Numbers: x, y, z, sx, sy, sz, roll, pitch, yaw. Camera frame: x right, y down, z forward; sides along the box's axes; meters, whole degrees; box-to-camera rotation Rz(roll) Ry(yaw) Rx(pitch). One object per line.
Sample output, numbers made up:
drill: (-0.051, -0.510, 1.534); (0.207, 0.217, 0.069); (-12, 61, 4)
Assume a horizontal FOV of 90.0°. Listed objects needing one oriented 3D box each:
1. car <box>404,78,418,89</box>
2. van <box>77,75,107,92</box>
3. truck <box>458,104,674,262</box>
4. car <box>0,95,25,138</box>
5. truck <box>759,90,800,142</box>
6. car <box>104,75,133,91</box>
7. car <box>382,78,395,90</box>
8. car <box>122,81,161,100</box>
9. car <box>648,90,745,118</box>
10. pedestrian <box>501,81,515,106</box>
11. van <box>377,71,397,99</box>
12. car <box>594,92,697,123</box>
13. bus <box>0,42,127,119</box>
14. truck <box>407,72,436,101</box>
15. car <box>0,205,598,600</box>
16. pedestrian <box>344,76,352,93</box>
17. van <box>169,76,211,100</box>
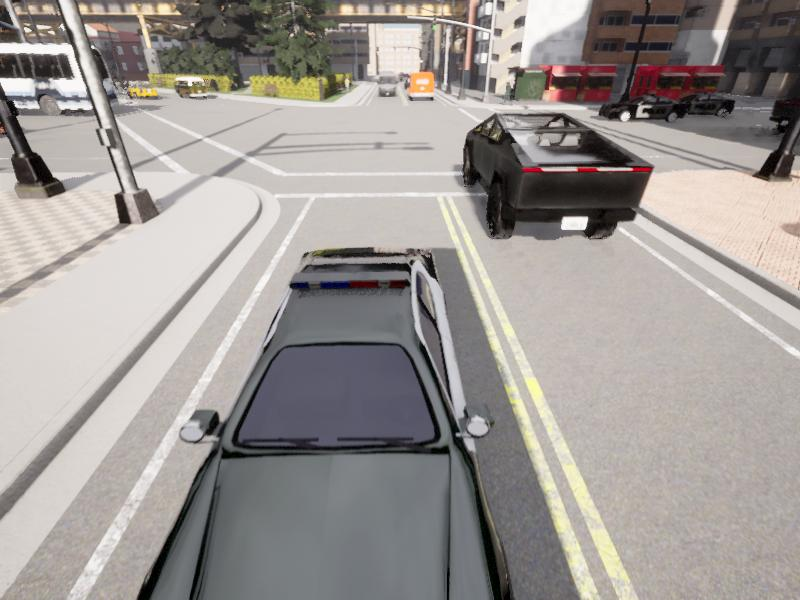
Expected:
car: (1.691, -33.310, 61.591); (1.994, 1.385, 4.181); (-1, 30, -1)
van: (-42.165, -29.618, 54.699); (4.442, 1.987, 1.775); (25, 39, 36)
truck: (3.001, -3.172, 9.351); (2.390, 2.098, 6.274); (0, 30, 0)
car: (-21.379, -8.694, 19.003); (4.553, 1.767, 2.097); (0, 30, -1)
truck: (22.502, -9.231, 20.070); (6.274, 2.098, 2.390); (0, 30, -2)
car: (-40.450, -31.181, 57.484); (4.605, 1.855, 1.932); (25, 39, 36)
car: (-1.812, -33.364, 61.684); (1.970, 1.475, 3.806); (-1, 30, -1)
car: (-27.880, -22.607, 43.109); (5.366, 1.575, 1.801); (26, 39, 37)
car: (21.517, -14.331, 29.222); (5.238, 1.638, 1.930); (0, 30, -2)
pedestrian: (8.917, -17.097, 33.140); (0.751, 1.860, 0.751); (2, 30, 3)
van: (-1.420, -24.269, 44.995); (1.988, 2.561, 5.915); (-1, 30, -1)
car: (15.817, -12.540, 26.038); (5.238, 1.638, 1.930); (0, 30, -2)
bus: (-25.628, -14.905, 27.180); (10.273, 4.253, 3.944); (0, 30, -2)
truck: (2.165, -22.282, 41.662); (2.627, 2.467, 5.204); (-1, 30, -1)
car: (-0.402, 0.678, 3.393); (2.038, 1.542, 4.974); (-1, 30, 0)
pedestrian: (-6.406, -26.330, 48.852); (0.751, 1.860, 0.751); (-8, 31, -13)
van: (-22.506, -22.752, 42.902); (4.480, 2.038, 2.069); (26, 39, 36)
